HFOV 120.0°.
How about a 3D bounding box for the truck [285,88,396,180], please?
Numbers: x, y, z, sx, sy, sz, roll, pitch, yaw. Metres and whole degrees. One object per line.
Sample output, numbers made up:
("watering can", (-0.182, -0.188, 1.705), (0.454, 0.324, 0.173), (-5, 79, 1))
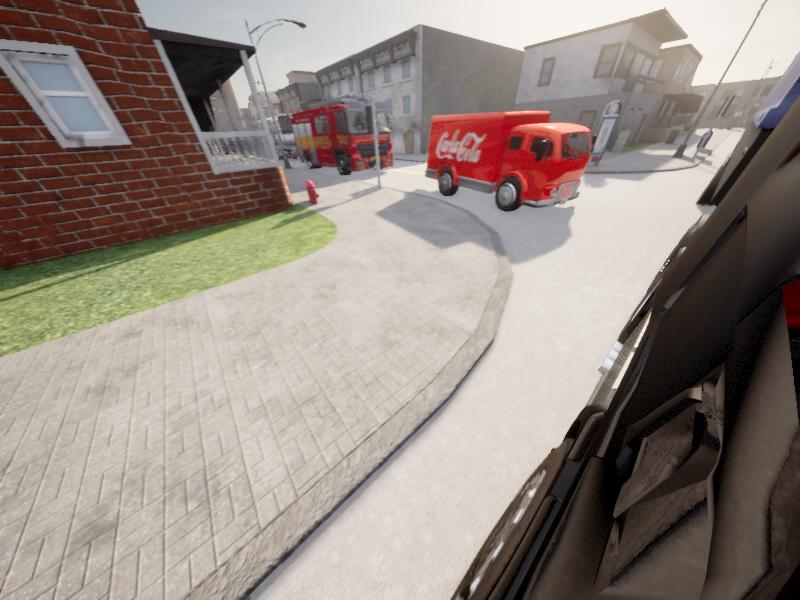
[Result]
("truck", (-4.165, -10.775, 15.317), (2.891, 3.827, 8.468), (-28, 43, -30))

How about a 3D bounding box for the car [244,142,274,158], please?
("car", (-18.291, -19.471, 29.936), (1.882, 1.535, 5.008), (-28, 43, -30))

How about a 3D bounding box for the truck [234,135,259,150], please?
("truck", (-32.470, -33.264, 48.740), (2.627, 2.467, 5.204), (-29, 44, -31))

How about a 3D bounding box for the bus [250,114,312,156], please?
("bus", (-16.851, -23.139, 32.515), (3.944, 4.253, 10.273), (-28, 43, -30))

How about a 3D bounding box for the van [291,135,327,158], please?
("van", (-10.865, -18.331, 27.478), (2.069, 2.038, 4.480), (-28, 43, -30))

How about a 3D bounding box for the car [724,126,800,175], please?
("car", (17.581, -7.135, 10.883), (4.514, 1.525, 2.007), (-27, 43, -29))

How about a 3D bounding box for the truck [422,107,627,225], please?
("truck", (3.349, -4.850, 7.900), (2.627, 2.467, 5.204), (-21, 42, -23))

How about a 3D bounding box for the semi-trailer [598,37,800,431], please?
("semi-trailer", (8.694, -3.594, 4.251), (14.254, 4.402, 2.717), (-28, 43, -30))

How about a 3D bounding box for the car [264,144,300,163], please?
("car", (-12.397, -15.426, 24.218), (1.994, 1.385, 4.181), (-26, 42, -28))

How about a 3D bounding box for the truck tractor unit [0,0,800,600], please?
("truck tractor unit", (2.645, -0.295, 0.351), (6.516, 4.208, 3.053), (-28, 44, -30))
